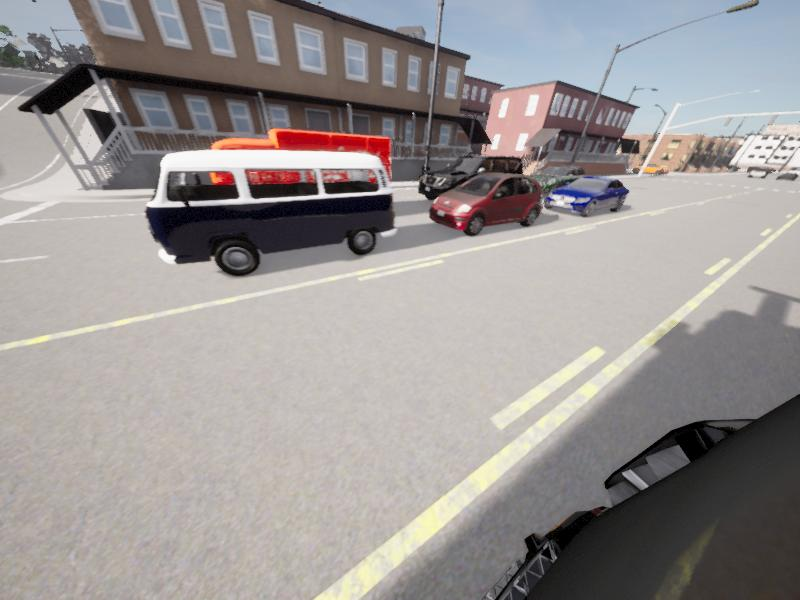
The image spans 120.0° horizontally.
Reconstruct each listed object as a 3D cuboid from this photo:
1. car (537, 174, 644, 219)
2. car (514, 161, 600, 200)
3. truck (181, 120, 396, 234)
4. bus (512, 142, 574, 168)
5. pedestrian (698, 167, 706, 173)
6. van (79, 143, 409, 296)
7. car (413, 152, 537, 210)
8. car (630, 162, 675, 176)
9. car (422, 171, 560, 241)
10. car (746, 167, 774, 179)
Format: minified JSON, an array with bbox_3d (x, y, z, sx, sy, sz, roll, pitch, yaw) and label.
[{"bbox_3d":[8.905,-4.949,10.803,4.674,1.442,1.812,-16,38,-26],"label":"car"},{"bbox_3d":[9.871,-7.613,14.577,4.553,1.767,2.097,-16,38,-26],"label":"car"},{"bbox_3d":[-3.093,-4.103,7.673,5.204,2.467,2.627,-15,38,-25],"label":"truck"},{"bbox_3d":[30.946,-32.071,50.853,3.944,4.253,10.273,-16,38,-26],"label":"bus"},{"bbox_3d":[70.185,-30.303,53.757,0.500,1.100,0.500,6,34,5],"label":"pedestrian"},{"bbox_3d":[-2.317,-1.989,4.934,4.480,2.038,2.069,-16,38,-26],"label":"van"},{"bbox_3d":[3.641,-5.920,11.316,5.566,2.045,2.150,-16,38,-26],"label":"car"},{"bbox_3d":[43.357,-22.583,39.731,2.097,1.767,4.553,-18,39,-28],"label":"car"},{"bbox_3d":[2.977,-3.327,7.752,3.988,1.617,1.851,-16,38,-26],"label":"car"},{"bbox_3d":[71.752,-25.354,46.026,4.605,1.855,1.932,-16,38,-26],"label":"car"}]
